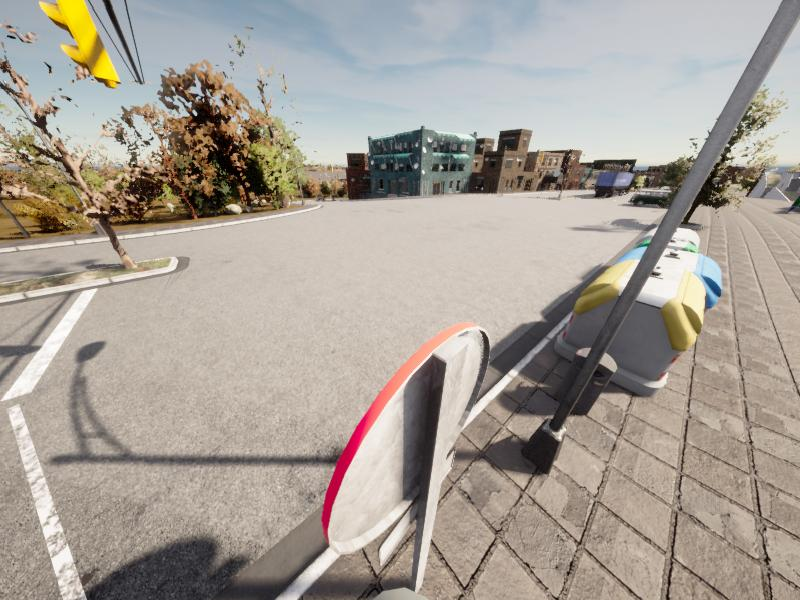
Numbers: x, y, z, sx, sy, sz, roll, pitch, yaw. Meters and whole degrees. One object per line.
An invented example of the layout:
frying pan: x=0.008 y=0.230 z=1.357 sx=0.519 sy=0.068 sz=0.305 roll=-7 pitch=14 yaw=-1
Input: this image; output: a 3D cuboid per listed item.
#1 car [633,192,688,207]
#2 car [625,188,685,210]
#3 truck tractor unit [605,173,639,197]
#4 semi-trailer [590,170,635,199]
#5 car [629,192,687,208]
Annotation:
car: x=36.754 y=-14.328 z=32.812 sx=4.674 sy=1.452 sz=2.002 roll=17 pitch=33 yaw=25
car: x=32.099 y=-12.864 z=29.311 sx=4.442 sy=1.987 sz=1.878 roll=17 pitch=33 yaw=25
truck tractor unit: x=47.668 y=-24.722 z=49.542 sx=6.516 sy=4.208 sz=3.053 roll=-21 pitch=36 yaw=-35
semi-trailer: x=41.607 y=-22.514 z=44.949 sx=14.254 sy=4.402 sz=2.717 roll=-21 pitch=36 yaw=-35
car: x=34.472 y=-13.468 z=31.109 sx=4.674 sy=1.452 sz=2.002 roll=17 pitch=32 yaw=25
